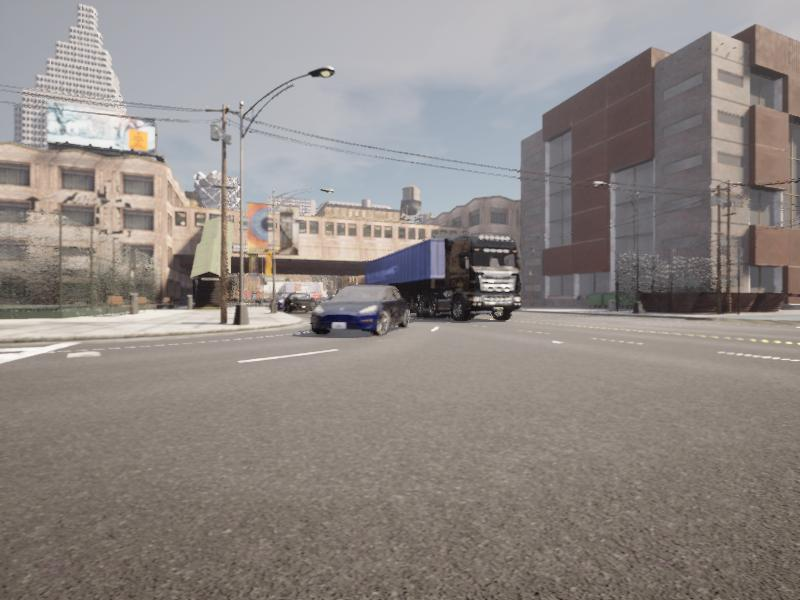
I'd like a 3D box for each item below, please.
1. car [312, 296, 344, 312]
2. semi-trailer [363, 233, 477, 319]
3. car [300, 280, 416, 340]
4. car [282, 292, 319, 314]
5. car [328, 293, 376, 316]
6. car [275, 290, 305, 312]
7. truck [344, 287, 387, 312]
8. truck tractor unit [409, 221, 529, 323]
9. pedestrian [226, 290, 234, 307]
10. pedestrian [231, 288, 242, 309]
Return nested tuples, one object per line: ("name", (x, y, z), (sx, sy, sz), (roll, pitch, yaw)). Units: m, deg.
("car", (-6.412, 0.331, 35.200), (1.895, 1.301, 4.718), (0, 0, -21))
("semi-trailer", (0.483, -1.223, 27.539), (2.717, 4.402, 14.254), (0, 0, -19))
("car", (-1.012, 0.247, 12.550), (2.163, 1.488, 4.792), (0, 0, 13))
("car", (-7.587, 0.211, 30.107), (2.097, 1.535, 5.008), (0, 0, -21))
("car", (-3.379, 0.286, 27.176), (2.033, 1.411, 5.357), (0, 0, -21))
("car", (-9.989, 0.083, 36.068), (2.185, 1.767, 4.553), (0, 0, -21))
("truck", (-3.364, -0.068, 37.078), (2.390, 2.098, 6.274), (0, 0, -21))
("truck tractor unit", (3.088, -1.124, 20.068), (3.053, 4.208, 6.516), (0, 0, -20))
("pedestrian", (-19.198, -0.138, 45.245), (0.751, 1.860, 0.751), (0, 0, -18))
("pedestrian", (-14.155, -0.133, 34.675), (0.751, 1.860, 0.751), (0, 0, -14))
